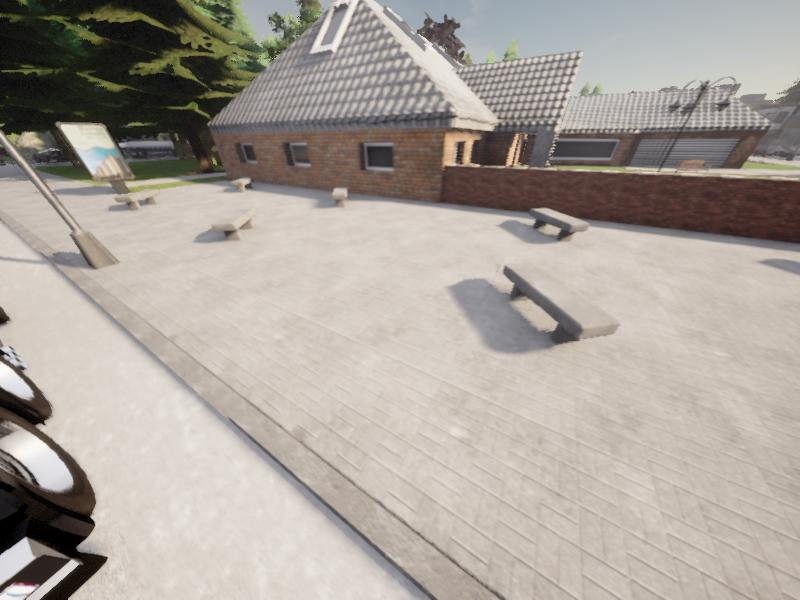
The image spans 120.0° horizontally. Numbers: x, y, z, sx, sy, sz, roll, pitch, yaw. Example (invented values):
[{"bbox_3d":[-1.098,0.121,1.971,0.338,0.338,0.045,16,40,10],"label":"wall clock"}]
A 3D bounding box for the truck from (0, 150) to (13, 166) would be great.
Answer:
[{"bbox_3d":[-47.875,-15.222,23.003,2.891,3.827,8.468,5,35,7],"label":"truck"}]

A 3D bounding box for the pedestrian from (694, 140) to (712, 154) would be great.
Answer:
[{"bbox_3d":[47.792,-24.161,36.426,0.751,1.860,0.751,18,39,25],"label":"pedestrian"}]

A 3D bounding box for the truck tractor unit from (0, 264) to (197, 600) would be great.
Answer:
[{"bbox_3d":[-5.113,-0.297,0.786,6.516,4.208,3.053,18,39,24],"label":"truck tractor unit"}]

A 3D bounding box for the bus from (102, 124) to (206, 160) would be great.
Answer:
[{"bbox_3d":[-39.567,-25.983,38.015,3.944,4.253,10.273,18,39,24],"label":"bus"}]

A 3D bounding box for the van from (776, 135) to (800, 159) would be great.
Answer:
[{"bbox_3d":[51.427,-18.682,28.243,2.351,2.431,6.366,13,37,19],"label":"van"}]

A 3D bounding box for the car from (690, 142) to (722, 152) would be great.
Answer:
[{"bbox_3d":[59.906,-30.089,45.387,2.163,1.488,4.792,18,39,24],"label":"car"}]

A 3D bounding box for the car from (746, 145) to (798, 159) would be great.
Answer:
[{"bbox_3d":[49.912,-20.067,31.176,1.994,1.385,4.181,18,39,24],"label":"car"}]

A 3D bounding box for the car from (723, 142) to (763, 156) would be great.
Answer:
[{"bbox_3d":[53.391,-23.667,36.109,1.851,1.617,3.988,18,39,25],"label":"car"}]
